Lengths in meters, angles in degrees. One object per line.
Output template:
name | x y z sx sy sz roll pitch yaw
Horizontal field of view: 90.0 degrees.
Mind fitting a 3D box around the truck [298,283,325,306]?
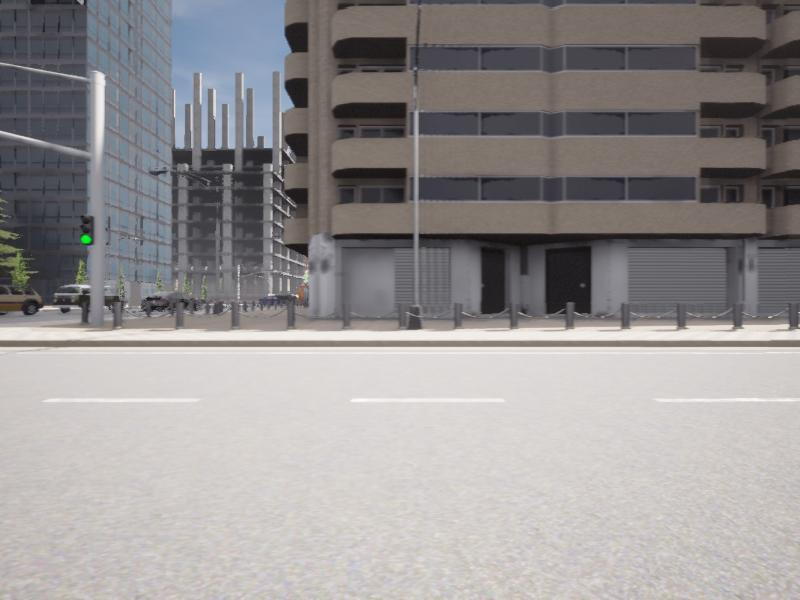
truck | -15.373 -0.972 70.156 2.891 3.827 8.468 0 0 0

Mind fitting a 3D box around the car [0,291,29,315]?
car | -26.061 0.184 24.481 2.128 1.511 4.902 0 0 0

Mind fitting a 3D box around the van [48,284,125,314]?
van | -22.533 -0.081 29.006 2.069 2.038 4.480 0 0 0

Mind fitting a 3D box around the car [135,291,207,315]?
car | -15.544 0.198 27.481 2.163 1.488 4.792 0 0 0

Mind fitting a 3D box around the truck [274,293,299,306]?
truck | -18.835 -0.108 66.668 2.390 2.098 6.274 0 0 0

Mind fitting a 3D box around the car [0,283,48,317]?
car | -22.574 0.000 22.217 1.932 1.855 4.605 0 0 0

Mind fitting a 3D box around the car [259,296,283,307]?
car | -18.867 0.170 58.536 1.882 1.535 5.008 0 0 0
